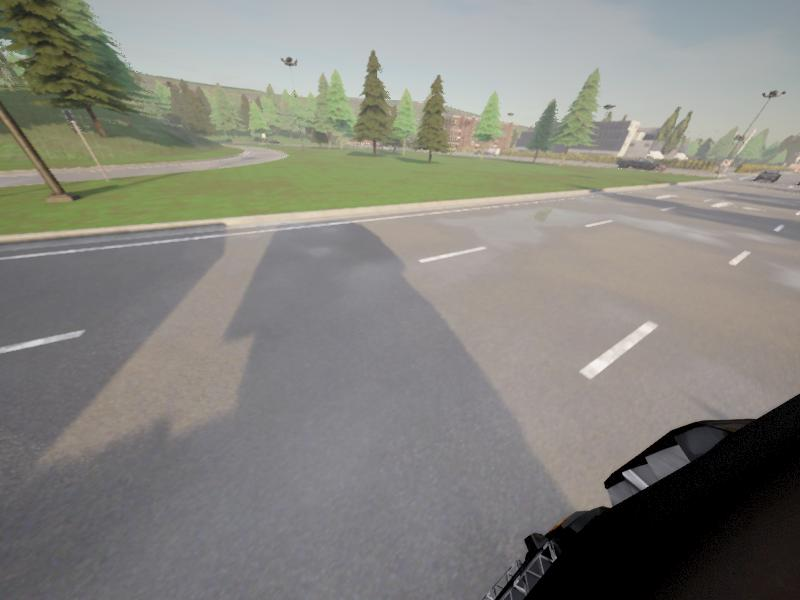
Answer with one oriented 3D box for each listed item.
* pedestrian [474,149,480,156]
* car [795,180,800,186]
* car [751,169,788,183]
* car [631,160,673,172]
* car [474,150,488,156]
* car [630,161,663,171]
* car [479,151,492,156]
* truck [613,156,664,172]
[{"bbox_3d":[22.951,-43.964,68.854,0.751,1.860,0.751,-15,38,-25],"label":"pedestrian"},{"bbox_3d":[54.867,-15.727,30.222,4.892,1.490,1.837,-10,36,-20],"label":"car"},{"bbox_3d":[53.746,-18.074,33.595,4.902,1.511,2.128,-17,39,-28],"label":"car"},{"bbox_3d":[50.287,-26.850,46.218,2.152,1.651,5.027,-16,39,-26],"label":"car"},{"bbox_3d":[31.688,-57.863,90.748,2.038,1.542,4.974,-16,38,-26],"label":"car"},{"bbox_3d":[52.363,-28.539,49.112,1.994,1.385,4.181,-17,39,-26],"label":"car"},{"bbox_3d":[34.324,-59.082,92.842,1.812,1.442,4.674,-16,39,-26],"label":"car"},{"bbox_3d":[46.685,-26.751,45.358,2.390,2.098,6.274,-16,39,-26],"label":"truck"}]
